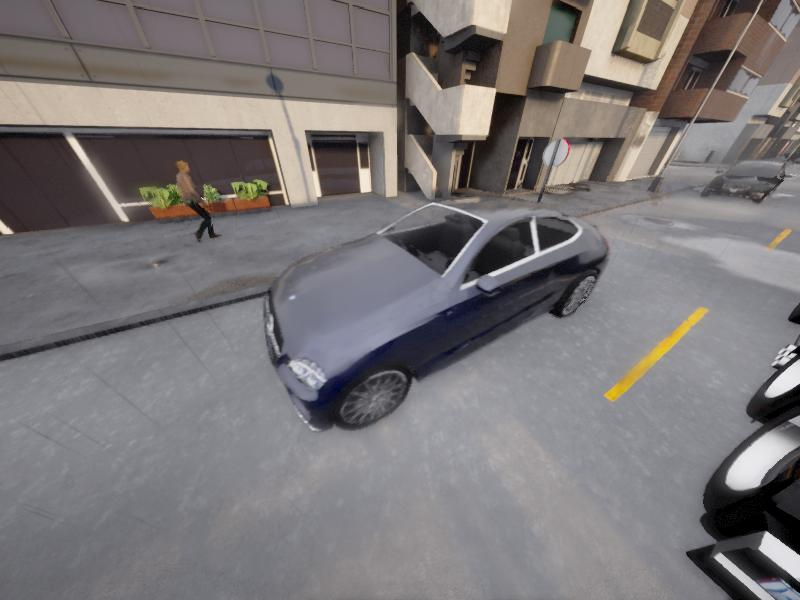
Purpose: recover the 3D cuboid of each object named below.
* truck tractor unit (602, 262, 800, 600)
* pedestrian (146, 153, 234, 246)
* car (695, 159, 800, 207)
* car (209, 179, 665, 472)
[{"bbox_3d":[5.107,-0.305,0.786,6.516,4.208,3.053,-18,39,-24],"label":"truck tractor unit"},{"bbox_3d":[-4.921,-2.384,5.530,0.751,1.860,0.751,25,42,31],"label":"pedestrian"},{"bbox_3d":[16.530,-5.678,10.962,4.892,1.490,1.837,-20,40,-26],"label":"car"},{"bbox_3d":[0.808,-0.479,3.270,5.027,1.651,2.152,-18,39,-24],"label":"car"}]
